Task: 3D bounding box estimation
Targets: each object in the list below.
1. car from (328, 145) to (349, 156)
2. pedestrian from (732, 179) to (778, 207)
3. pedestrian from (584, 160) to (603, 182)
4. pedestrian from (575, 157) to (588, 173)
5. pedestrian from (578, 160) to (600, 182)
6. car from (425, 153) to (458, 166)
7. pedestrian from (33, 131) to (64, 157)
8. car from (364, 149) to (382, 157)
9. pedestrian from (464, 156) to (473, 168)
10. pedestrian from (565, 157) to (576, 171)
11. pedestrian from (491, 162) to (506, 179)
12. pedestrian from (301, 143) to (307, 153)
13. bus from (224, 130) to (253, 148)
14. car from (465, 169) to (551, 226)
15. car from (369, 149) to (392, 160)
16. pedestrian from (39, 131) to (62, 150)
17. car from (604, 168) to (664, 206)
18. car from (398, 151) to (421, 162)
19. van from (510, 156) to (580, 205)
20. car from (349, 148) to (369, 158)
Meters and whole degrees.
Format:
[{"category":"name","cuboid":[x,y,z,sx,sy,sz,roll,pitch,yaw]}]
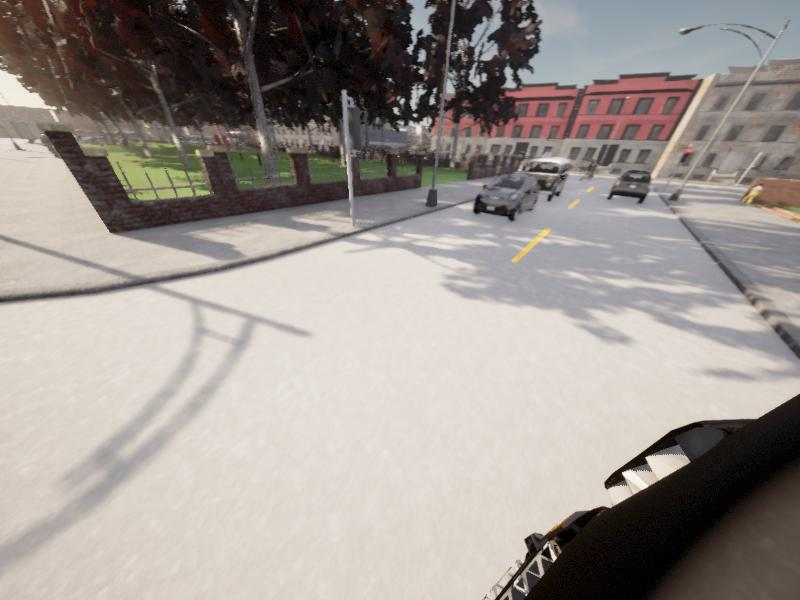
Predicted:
[{"category":"car","cuboid":[-14.013,-33.947,52.359,4.605,1.855,1.932,26,40,31]},{"category":"pedestrian","cuboid":[20.421,-6.166,13.334,0.751,1.300,0.751,22,38,26]},{"category":"pedestrian","cuboid":[19.406,-12.957,23.185,0.751,1.860,0.751,-26,43,-36]},{"category":"pedestrian","cuboid":[26.310,-19.606,33.523,0.751,1.860,0.751,18,37,22]},{"category":"pedestrian","cuboid":[18.349,-12.525,22.453,0.751,1.860,0.751,-18,39,-28]},{"category":"car","cuboid":[6.826,-23.489,38.495,4.892,1.490,1.837,26,40,30]},{"category":"pedestrian","cuboid":[-31.015,-13.726,20.423,0.751,1.860,0.751,26,40,31]},{"category":"car","cuboid":[-6.068,-32.750,51.457,3.633,1.501,1.845,26,40,31]},{"category":"pedestrian","cuboid":[9.508,-19.213,32.197,0.751,1.300,0.751,2,34,-2]},{"category":"pedestrian","cuboid":[25.964,-20.768,35.248,0.751,1.860,0.751,22,38,26]},{"category":"pedestrian","cuboid":[8.843,-11.672,20.788,0.751,1.300,0.751,26,40,31]},{"category":"pedestrian","cuboid":[-21.637,-34.362,52.203,0.751,1.860,0.751,27,40,31]},{"category":"bus","cuboid":[-55.780,-55.611,79.786,10.273,4.253,3.944,28,41,30]},{"category":"car","cuboid":[4.476,-4.349,9.455,1.845,1.501,3.633,26,40,31]},{"category":"car","cuboid":[-3.873,-28.789,45.657,4.514,1.525,2.007,26,40,31]},{"category":"pedestrian","cuboid":[-42.267,-19.289,27.970,0.751,1.860,0.751,26,40,31]},{"category":"car","cuboid":[14.314,-7.131,14.305,1.851,1.617,3.988,26,40,31]},{"category":"car","cuboid":[1.654,-26.070,41.947,3.705,1.549,1.789,26,40,31]},{"category":"van","cuboid":[8.457,-7.065,13.379,2.069,2.038,4.480,26,40,31]},{"category":"car","cuboid":[-8.659,-31.130,48.875,3.806,1.475,1.970,27,40,31]}]
